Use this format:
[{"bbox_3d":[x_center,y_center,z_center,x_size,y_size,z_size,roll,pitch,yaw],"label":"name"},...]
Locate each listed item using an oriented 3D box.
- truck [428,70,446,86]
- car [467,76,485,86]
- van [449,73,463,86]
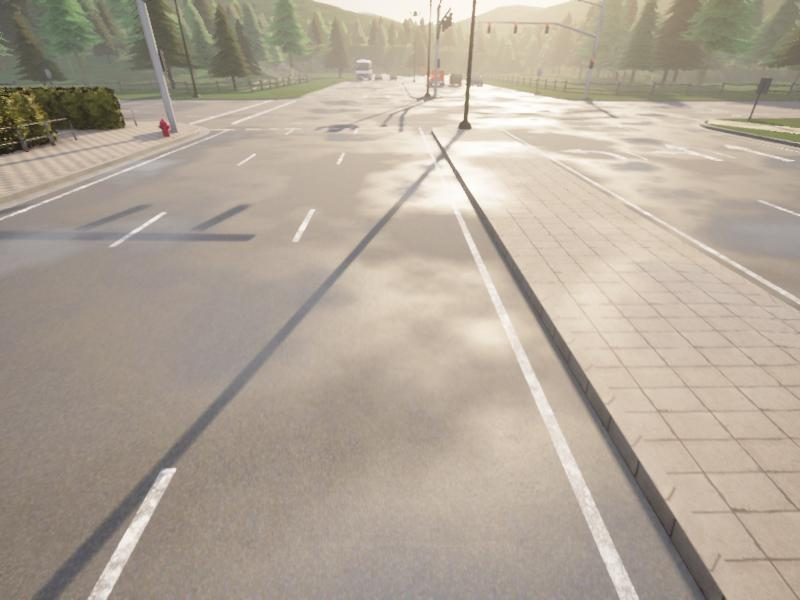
[{"bbox_3d":[6.408,-39.177,70.512,2.627,2.467,5.204,0,30,-1],"label":"truck"},{"bbox_3d":[13.409,-38.765,70.864,2.033,1.411,5.357,0,30,-1],"label":"car"},{"bbox_3d":[9.896,-39.348,71.287,1.775,1.987,4.442,0,30,-1],"label":"van"}]
